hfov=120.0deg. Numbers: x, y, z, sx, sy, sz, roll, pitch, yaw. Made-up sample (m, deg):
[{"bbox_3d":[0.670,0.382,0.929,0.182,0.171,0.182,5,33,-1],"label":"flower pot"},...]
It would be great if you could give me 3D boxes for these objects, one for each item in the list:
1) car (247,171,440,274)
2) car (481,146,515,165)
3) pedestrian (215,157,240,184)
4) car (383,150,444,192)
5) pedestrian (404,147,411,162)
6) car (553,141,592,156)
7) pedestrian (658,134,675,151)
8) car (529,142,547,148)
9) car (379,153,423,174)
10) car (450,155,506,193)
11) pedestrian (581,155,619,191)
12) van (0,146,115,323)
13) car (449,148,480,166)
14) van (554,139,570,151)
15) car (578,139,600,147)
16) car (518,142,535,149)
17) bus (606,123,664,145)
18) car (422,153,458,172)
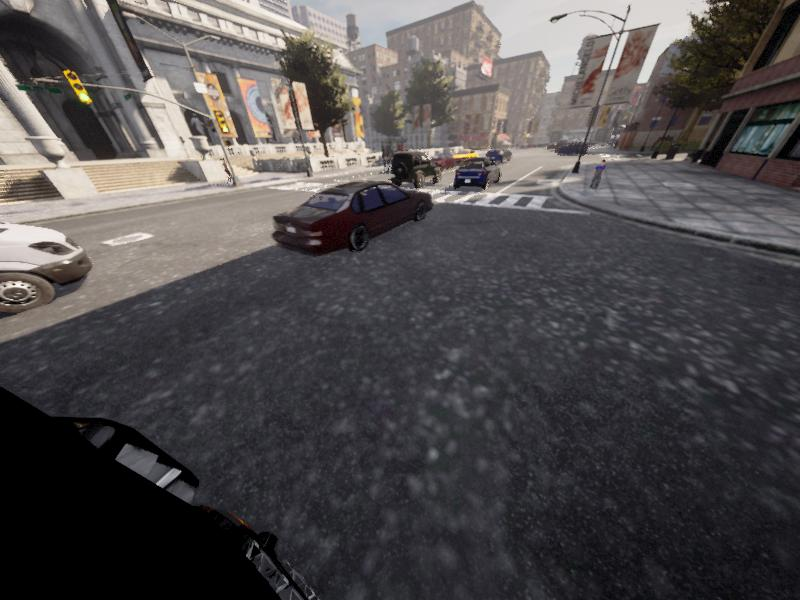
[{"bbox_3d":[-0.987,-2.692,6.784,2.033,1.411,5.357,19,39,29],"label":"car"},{"bbox_3d":[11.452,-16.833,26.866,2.152,1.651,5.027,19,39,29],"label":"car"},{"bbox_3d":[-13.934,-10.455,18.677,0.751,1.860,0.751,13,37,22],"label":"pedestrian"},{"bbox_3d":[0.955,-8.013,14.173,1.905,1.878,3.866,19,39,29],"label":"car"},{"bbox_3d":[1.077,-21.846,34.644,0.751,1.860,0.751,19,39,29],"label":"pedestrian"},{"bbox_3d":[24.831,-21.921,33.506,1.851,1.617,3.988,-13,35,-15],"label":"car"},{"bbox_3d":[36.185,-21.473,31.429,0.751,1.860,0.751,18,39,29],"label":"pedestrian"},{"bbox_3d":[41.123,-46.102,68.846,4.718,1.301,1.895,-17,36,-20],"label":"car"},{"bbox_3d":[0.229,-14.133,23.761,2.128,1.511,4.902,19,39,29],"label":"car"},{"bbox_3d":[4.570,-7.352,13.287,1.816,1.474,4.193,17,38,27],"label":"car"},{"bbox_3d":[8.660,-5.524,10.072,0.751,1.300,0.751,13,37,22],"label":"pedestrian"},{"bbox_3d":[-8.519,-0.235,2.623,1.988,2.561,5.915,19,38,29],"label":"van"},{"bbox_3d":[7.785,-17.244,27.837,1.882,1.535,5.008,18,39,28],"label":"car"},{"bbox_3d":[34.232,-32.713,48.655,1.775,1.987,4.442,20,40,31],"label":"van"},{"bbox_3d":[48.050,-39.758,58.642,4.792,1.488,2.163,-20,37,-24],"label":"car"},{"bbox_3d":[36.350,-44.240,66.277,4.674,1.452,2.002,-24,39,-28],"label":"car"},{"bbox_3d":[62.598,-44.287,61.831,10.273,4.253,3.944,-5,34,-3],"label":"bus"},{"bbox_3d":[4.079,-13.909,23.263,1.994,1.385,4.181,18,39,29],"label":"car"}]
